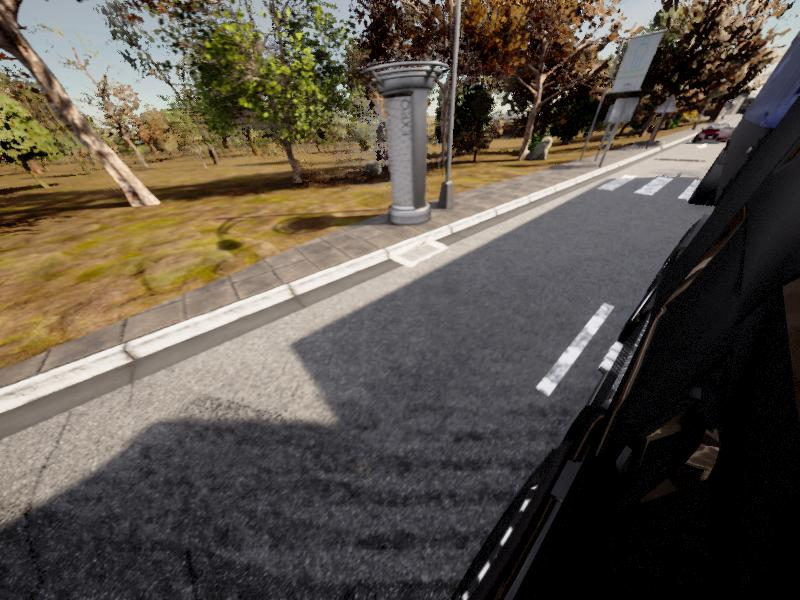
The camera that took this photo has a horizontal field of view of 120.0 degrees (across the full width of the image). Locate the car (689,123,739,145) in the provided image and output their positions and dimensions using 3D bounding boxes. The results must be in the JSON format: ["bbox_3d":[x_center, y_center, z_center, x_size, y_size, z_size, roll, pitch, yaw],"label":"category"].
[{"bbox_3d":[28.110,-14.894,20.669,4.181,1.385,1.994,-28,43,-30],"label":"car"}]

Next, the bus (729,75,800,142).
[{"bbox_3d":[35.134,-17.368,21.105,10.273,4.253,3.944,-28,44,-30],"label":"bus"}]

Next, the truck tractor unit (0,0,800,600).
[{"bbox_3d":[2.645,-0.295,0.352,6.516,4.208,3.053,-28,44,-30],"label":"truck tractor unit"}]

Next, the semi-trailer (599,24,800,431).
[{"bbox_3d":[8.609,-3.659,4.319,14.254,4.402,2.717,-29,44,-31],"label":"semi-trailer"}]
